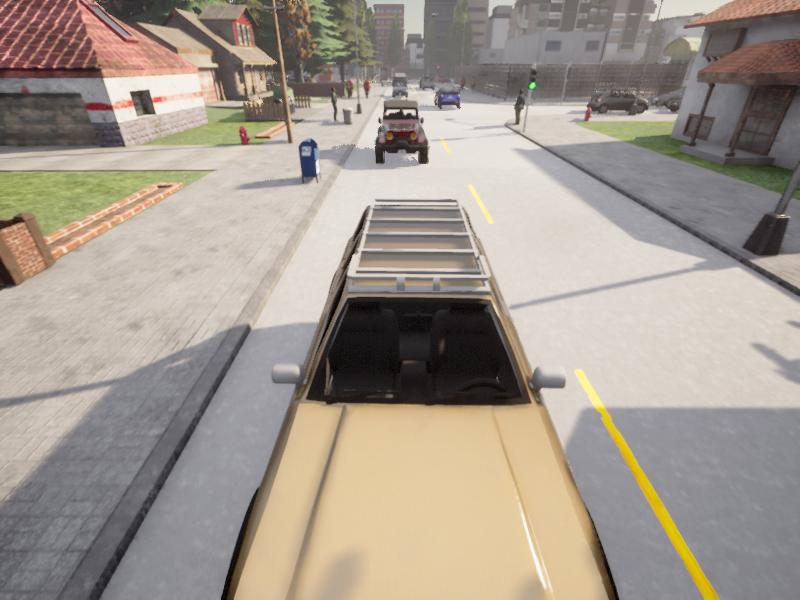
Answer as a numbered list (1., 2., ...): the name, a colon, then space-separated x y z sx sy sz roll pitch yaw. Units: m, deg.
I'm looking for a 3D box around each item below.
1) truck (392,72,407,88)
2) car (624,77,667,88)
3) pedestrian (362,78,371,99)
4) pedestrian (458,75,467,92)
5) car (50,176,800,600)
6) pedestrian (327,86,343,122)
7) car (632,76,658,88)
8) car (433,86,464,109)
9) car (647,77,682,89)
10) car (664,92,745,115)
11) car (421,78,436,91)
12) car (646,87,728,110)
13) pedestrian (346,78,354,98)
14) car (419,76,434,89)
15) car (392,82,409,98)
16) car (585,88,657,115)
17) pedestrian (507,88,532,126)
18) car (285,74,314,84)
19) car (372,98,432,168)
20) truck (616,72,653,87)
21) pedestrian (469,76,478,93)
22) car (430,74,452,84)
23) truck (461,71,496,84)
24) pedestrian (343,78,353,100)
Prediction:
1. truck: -0.042 -36.274 65.921 2.390 2.098 6.274 0 30 0
2. car: 38.923 -34.585 63.590 5.357 1.415 2.033 0 30 0
3. pedestrian: -3.320 -21.097 39.961 0.751 1.860 0.751 -1 30 -1
4. pedestrian: 8.148 -28.197 52.099 0.751 1.860 0.751 -5 31 -8
5. car: 0.132 0.467 3.337 1.932 1.855 4.605 1 31 1
6. pedestrian: -3.892 -11.716 23.926 0.751 1.860 0.751 -7 31 -12
7. car: 38.763 -34.532 63.358 1.789 1.547 3.705 0 30 0
8. car: 4.030 -17.196 33.880 2.007 1.525 4.514 0 30 0
9. car: 39.333 -32.275 59.520 3.633 1.501 1.845 0 30 0
10. car: 22.231 -14.454 29.355 4.181 1.385 1.994 -1 30 -1
11. car: 4.042 -31.182 57.779 1.845 1.501 3.633 0 30 0
12. car: 23.387 -16.552 32.799 4.902 1.511 2.128 0 30 0
13. pedestrian: -5.180 -22.008 41.516 0.751 1.860 0.751 -2 30 -4
14. car: 4.041 -34.082 62.642 2.033 1.649 4.856 0 30 0
15. car: 0.035 -23.664 44.985 1.816 1.474 4.193 0 30 0
16. car: 16.107 -14.588 29.345 3.988 1.617 1.851 0 30 0
17. pedestrian: 6.648 -10.774 22.321 0.751 1.860 0.751 -16 34 -25
18. car: -19.736 -43.640 78.977 5.027 1.651 2.152 0 30 0
19. car: 0.029 -6.367 15.001 1.905 1.878 3.866 0 31 -1
20. truck: 39.089 -36.854 66.851 4.478 2.038 2.069 0 30 0
21. pedestrian: 9.237 -27.176 50.354 0.751 1.860 0.751 0 30 0
22. car: 7.991 -43.271 78.369 3.988 1.617 1.851 -17 34 -27
23. truck: 15.495 -43.845 78.867 6.274 2.098 2.390 0 30 0
24. pedestrian: -5.179 -21.014 39.819 0.751 1.860 0.751 -1 30 -1
